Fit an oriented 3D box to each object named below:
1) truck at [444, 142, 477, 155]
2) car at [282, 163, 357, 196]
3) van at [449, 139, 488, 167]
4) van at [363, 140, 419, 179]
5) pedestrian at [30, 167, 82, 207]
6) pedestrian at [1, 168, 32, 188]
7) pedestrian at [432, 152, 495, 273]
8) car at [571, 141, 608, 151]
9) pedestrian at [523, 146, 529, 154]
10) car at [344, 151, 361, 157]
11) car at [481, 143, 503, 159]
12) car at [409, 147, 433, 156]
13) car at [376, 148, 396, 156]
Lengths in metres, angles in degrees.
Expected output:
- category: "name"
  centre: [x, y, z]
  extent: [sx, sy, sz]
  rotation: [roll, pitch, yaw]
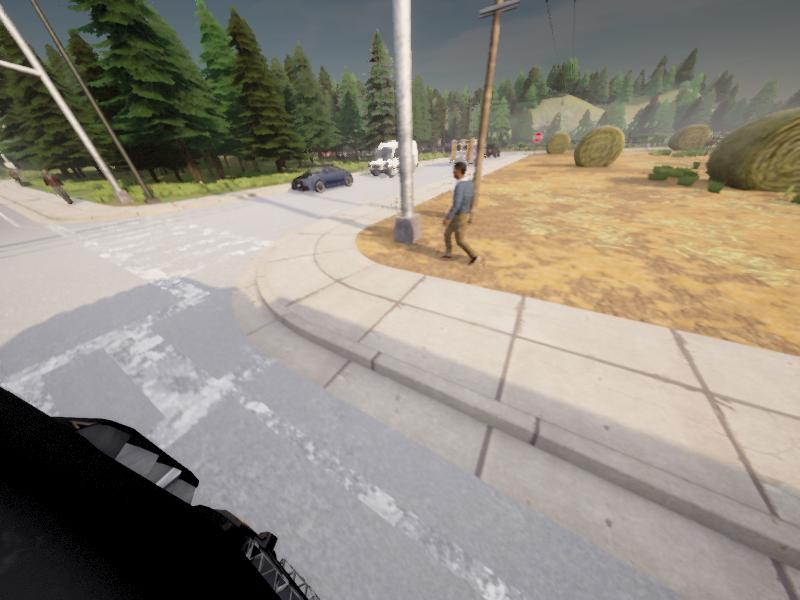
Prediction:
- category: "truck"
  centre: [12.690, -31.992, 48.869]
  extent: [6.274, 2.098, 2.390]
  rotation: [24, 42, 34]
- category: "car"
  centre: [-5.025, -7.963, 15.059]
  extent: [1.994, 1.385, 4.181]
  rotation: [17, 38, 27]
- category: "van"
  centre: [8.094, -17.234, 26.928]
  extent: [2.351, 2.431, 6.366]
  rotation: [17, 39, 27]
- category: "van"
  centre: [-0.507, -12.809, 20.892]
  extent: [1.988, 2.561, 5.915]
  rotation: [17, 39, 27]
- category: "pedestrian"
  centre: [-18.733, -6.161, 12.645]
  extent: [0.751, 1.860, 0.751]
  rotation: [21, 41, 32]
- category: "pedestrian"
  centre: [-41.676, -13.273, 25.101]
  extent: [0.751, 1.860, 0.751]
  rotation: [10, 36, 18]
- category: "pedestrian"
  centre: [1.093, -1.546, 4.176]
  extent: [0.751, 1.860, 0.751]
  rotation: [13, 37, 23]
- category: "car"
  centre: [33.549, -27.369, 41.017]
  extent: [4.718, 1.301, 1.895]
  rotation: [19, 39, 29]
- category: "pedestrian"
  centre: [20.221, -24.050, 37.034]
  extent: [0.500, 1.100, 0.500]
  rotation: [-7, 34, -5]
- category: "car"
  centre: [-13.897, -43.014, 68.058]
  extent: [4.674, 1.442, 1.812]
  rotation: [17, 39, 28]
- category: "car"
  centre: [13.933, -22.600, 34.971]
  extent: [1.905, 1.878, 3.866]
  rotation: [17, 38, 27]
- category: "car"
  centre: [4.850, -34.835, 54.150]
  extent: [5.238, 1.638, 1.930]
  rotation: [19, 39, 29]
- category: "car"
  centre: [-3.774, -39.915, 62.438]
  extent: [4.856, 1.649, 2.033]
  rotation: [17, 39, 27]
